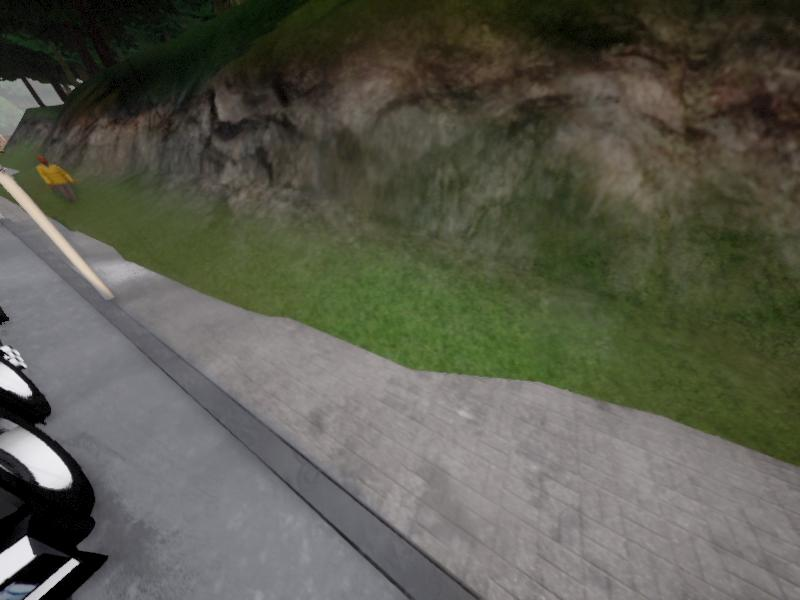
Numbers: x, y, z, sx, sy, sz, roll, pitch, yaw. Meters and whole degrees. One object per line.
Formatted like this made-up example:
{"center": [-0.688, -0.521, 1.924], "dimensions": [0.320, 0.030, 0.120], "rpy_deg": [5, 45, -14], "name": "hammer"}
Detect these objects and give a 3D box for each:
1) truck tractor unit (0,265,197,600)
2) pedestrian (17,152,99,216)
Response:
{"center": [-5.116, -0.295, 0.781], "dimensions": [6.516, 4.208, 3.053], "rpy_deg": [18, 39, 24], "name": "truck tractor unit"}
{"center": [-11.796, -4.024, 8.038], "dimensions": [0.751, 1.860, 0.751], "rpy_deg": [23, 41, 30], "name": "pedestrian"}
